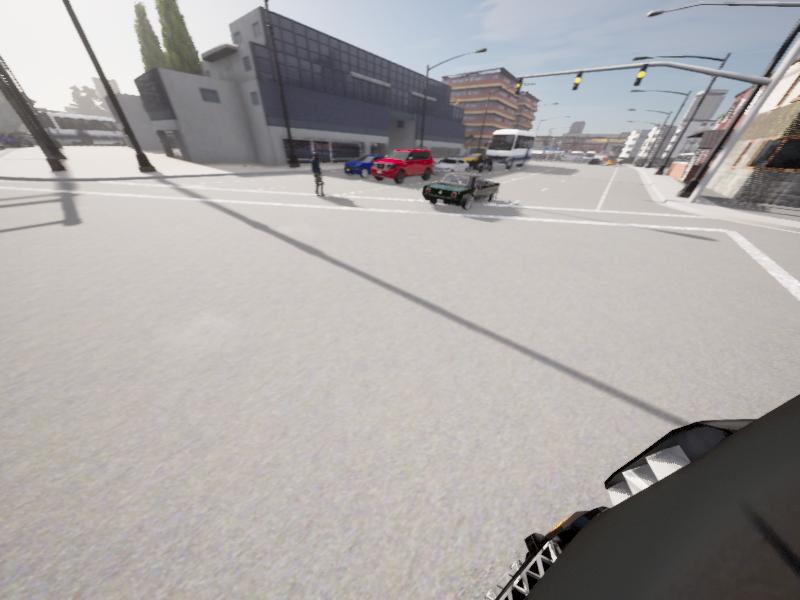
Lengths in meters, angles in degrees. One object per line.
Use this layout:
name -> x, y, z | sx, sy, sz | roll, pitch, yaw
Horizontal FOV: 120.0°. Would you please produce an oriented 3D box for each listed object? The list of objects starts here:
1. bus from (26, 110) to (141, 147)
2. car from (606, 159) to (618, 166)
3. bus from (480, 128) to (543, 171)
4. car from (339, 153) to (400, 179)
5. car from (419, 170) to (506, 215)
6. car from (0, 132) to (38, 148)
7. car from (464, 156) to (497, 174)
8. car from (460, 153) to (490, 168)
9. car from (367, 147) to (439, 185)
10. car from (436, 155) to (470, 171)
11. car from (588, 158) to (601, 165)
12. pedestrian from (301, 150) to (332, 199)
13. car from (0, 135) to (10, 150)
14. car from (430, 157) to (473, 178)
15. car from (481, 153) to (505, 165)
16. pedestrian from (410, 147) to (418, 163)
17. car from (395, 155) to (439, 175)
bus -> -53.309, -29.187, 39.804 | 3.944, 4.253, 10.273 | 10, 34, 7
car -> 58.177, -37.686, 63.483 | 1.882, 1.535, 5.008 | 26, 39, 31
bus -> 15.443, -20.668, 31.719 | 3.944, 4.253, 10.273 | 26, 42, 31
car -> -2.329, -11.088, 19.013 | 1.882, 1.535, 5.008 | 26, 40, 31
car -> 3.119, -5.281, 10.974 | 1.895, 1.301, 4.718 | 26, 40, 31
car -> -48.288, -19.942, 28.782 | 1.816, 1.474, 4.193 | -18, 39, -29
car -> 9.186, -15.474, 26.326 | 1.816, 1.474, 4.193 | 26, 41, 31
car -> 10.463, -19.482, 32.154 | 1.882, 1.535, 5.008 | 26, 41, 31
car -> 0.405, -9.980, 17.098 | 2.150, 2.045, 5.566 | 26, 40, 31
car -> 6.441, -16.720, 28.080 | 1.994, 1.385, 4.181 | 27, 41, 32
car -> 51.722, -36.706, 61.291 | 1.882, 1.535, 5.008 | 26, 39, 30
pedestrian -> -3.712, -5.654, 10.448 | 0.751, 1.860, 0.751 | 16, 35, 18
car -> -43.865, -16.742, 24.165 | 1.930, 1.638, 5.238 | -27, 44, -37
car -> 5.020, -12.720, 22.060 | 1.812, 1.442, 4.674 | 26, 41, 31
car -> 14.743, -22.338, 36.549 | 1.812, 1.442, 4.674 | 26, 42, 31
pedestrian -> 1.937, -19.983, 31.842 | 0.751, 1.860, 0.751 | -22, 41, -33
car -> 1.783, -13.718, 23.282 | 1.837, 1.490, 4.892 | 26, 41, 31
